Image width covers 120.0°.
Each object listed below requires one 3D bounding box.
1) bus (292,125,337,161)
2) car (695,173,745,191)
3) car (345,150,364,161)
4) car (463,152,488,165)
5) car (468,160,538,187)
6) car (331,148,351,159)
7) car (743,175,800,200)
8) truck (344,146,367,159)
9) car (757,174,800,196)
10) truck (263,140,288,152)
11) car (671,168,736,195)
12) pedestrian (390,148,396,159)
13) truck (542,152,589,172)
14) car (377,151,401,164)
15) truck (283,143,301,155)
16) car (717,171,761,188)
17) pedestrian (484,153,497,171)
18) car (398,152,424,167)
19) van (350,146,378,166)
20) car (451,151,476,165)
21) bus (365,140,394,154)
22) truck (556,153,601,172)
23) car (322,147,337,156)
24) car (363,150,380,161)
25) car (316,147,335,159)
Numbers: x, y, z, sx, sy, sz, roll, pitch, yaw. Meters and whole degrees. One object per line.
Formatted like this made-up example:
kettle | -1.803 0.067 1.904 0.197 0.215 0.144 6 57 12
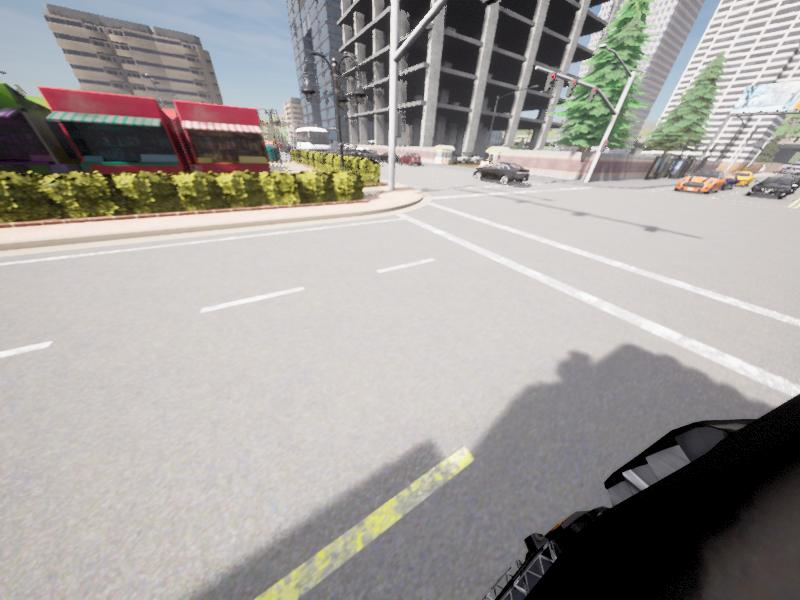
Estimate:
bus | -14.414 -26.017 38.507 3.944 4.253 10.273 -17 38 -27
car | 32.266 -11.915 23.289 4.718 1.301 1.895 -16 38 -27
car | -8.276 -26.280 41.976 1.994 1.385 4.181 -17 38 -27
car | 13.975 -26.400 43.074 1.905 1.878 3.866 -17 38 -27
car | 8.326 -10.605 19.245 2.128 1.511 4.902 -15 37 -25
car | -12.017 -29.900 46.973 2.152 1.651 5.027 -17 38 -27
car | 31.056 -9.396 19.191 4.892 1.490 1.837 -17 38 -27
truck | -9.432 -31.386 48.987 2.390 2.098 6.274 -17 38 -27
car | 37.236 -11.223 22.421 4.892 1.490 1.837 -16 38 -27
truck | -34.234 -42.337 63.483 5.204 2.467 2.627 13 35 17
car | 26.271 -10.350 20.016 4.553 1.767 2.097 -16 38 -27
pedestrian | -1.430 -29.975 47.329 0.751 1.860 0.751 -17 38 -27
truck | 27.499 -23.157 38.664 2.615 2.467 5.204 -17 38 -27
car | -1.915 -24.084 38.952 1.882 1.535 5.008 -17 38 -27
truck | -24.581 -34.496 52.595 2.390 2.098 6.274 -17 38 -27
car | 40.049 -14.312 27.283 5.008 1.535 1.882 -16 38 -27
pedestrian | 11.174 -16.998 28.530 0.751 1.860 0.751 -11 36 -20
car | 1.514 -20.903 34.307 1.851 1.617 3.988 -17 38 -27
van | -5.010 -19.807 31.767 2.069 2.038 4.480 -17 38 -27
car | 11.455 -25.653 41.754 1.905 1.878 3.866 -17 38 -27
bus | -7.835 -59.349 89.732 10.273 4.253 3.944 -17 38 -27
truck | 31.192 -24.252 40.599 2.615 2.467 5.204 -17 38 -27
car | -16.023 -33.618 52.416 2.007 1.525 4.514 -17 38 -27
car | -5.418 -27.384 43.696 1.789 1.549 3.705 -17 38 -27
car | -14.440 -28.476 44.629 2.152 1.651 5.027 -17 38 -27
